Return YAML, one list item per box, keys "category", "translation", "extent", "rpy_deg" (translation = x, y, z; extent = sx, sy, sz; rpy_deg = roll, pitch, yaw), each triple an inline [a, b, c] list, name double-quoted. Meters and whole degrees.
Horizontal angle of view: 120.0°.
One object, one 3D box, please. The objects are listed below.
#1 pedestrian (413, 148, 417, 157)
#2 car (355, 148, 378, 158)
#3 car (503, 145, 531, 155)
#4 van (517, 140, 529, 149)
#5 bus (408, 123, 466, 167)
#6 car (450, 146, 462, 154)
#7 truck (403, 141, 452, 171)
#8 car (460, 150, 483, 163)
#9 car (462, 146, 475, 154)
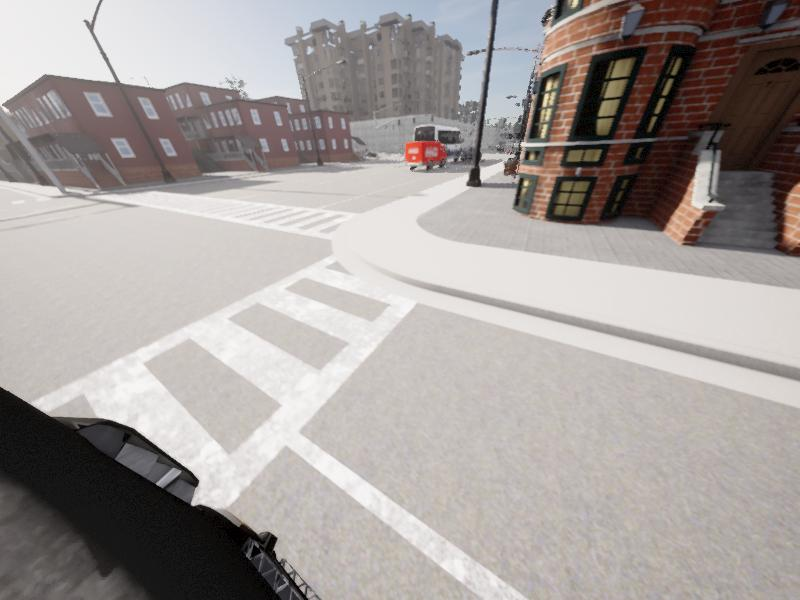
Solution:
- category: "pedestrian"
  translation: [3.606, -36.179, 56.662]
  extent: [0.751, 1.860, 0.751]
  rpy_deg: [11, 36, 20]
- category: "car"
  translation: [-8.160, -36.052, 56.607]
  extent: [5.238, 1.638, 1.930]
  rpy_deg: [20, 39, 22]
- category: "car"
  translation: [23.421, -30.128, 46.398]
  extent: [2.007, 1.525, 4.514]
  rpy_deg: [-23, 39, -28]
- category: "van"
  translation: [42.614, -53.770, 79.894]
  extent: [2.351, 2.431, 6.366]
  rpy_deg: [16, 38, 26]
- category: "bus"
  translation: [5.294, -21.100, 31.616]
  extent: [3.944, 4.253, 10.273]
  rpy_deg: [16, 38, 26]
- category: "car"
  translation: [15.787, -42.195, 64.879]
  extent: [1.932, 1.855, 4.605]
  rpy_deg: [16, 38, 26]
- category: "truck"
  translation: [3.012, -15.500, 24.885]
  extent: [2.627, 2.467, 5.204]
  rpy_deg: [24, 40, 34]
- category: "car"
  translation: [10.458, -20.953, 33.694]
  extent: [1.895, 1.301, 4.718]
  rpy_deg: [16, 38, 26]
- category: "car"
  translation: [18.926, -41.343, 63.567]
  extent: [2.033, 1.649, 4.856]
  rpy_deg: [16, 38, 26]
